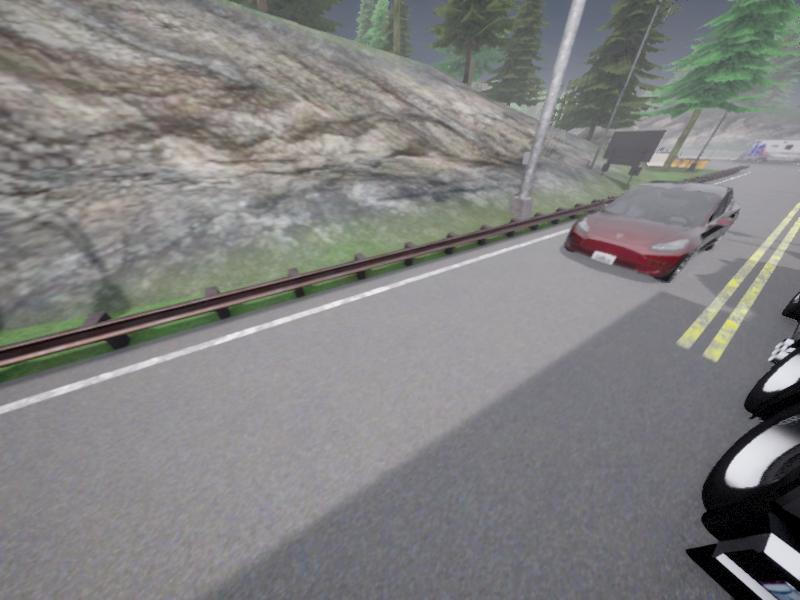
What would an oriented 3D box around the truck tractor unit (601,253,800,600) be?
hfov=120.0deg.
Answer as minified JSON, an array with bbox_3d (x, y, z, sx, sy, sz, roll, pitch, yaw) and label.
[{"bbox_3d":[5.100,-0.315,0.769,6.516,4.208,3.053,-19,41,-24],"label":"truck tractor unit"}]

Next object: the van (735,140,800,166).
[{"bbox_3d":[46.532,-17.741,27.813,2.351,2.431,6.366,-20,39,-26],"label":"van"}]

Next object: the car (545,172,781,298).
[{"bbox_3d":[6.097,-1.894,5.421,4.792,1.488,2.163,-19,39,-26],"label":"car"}]
